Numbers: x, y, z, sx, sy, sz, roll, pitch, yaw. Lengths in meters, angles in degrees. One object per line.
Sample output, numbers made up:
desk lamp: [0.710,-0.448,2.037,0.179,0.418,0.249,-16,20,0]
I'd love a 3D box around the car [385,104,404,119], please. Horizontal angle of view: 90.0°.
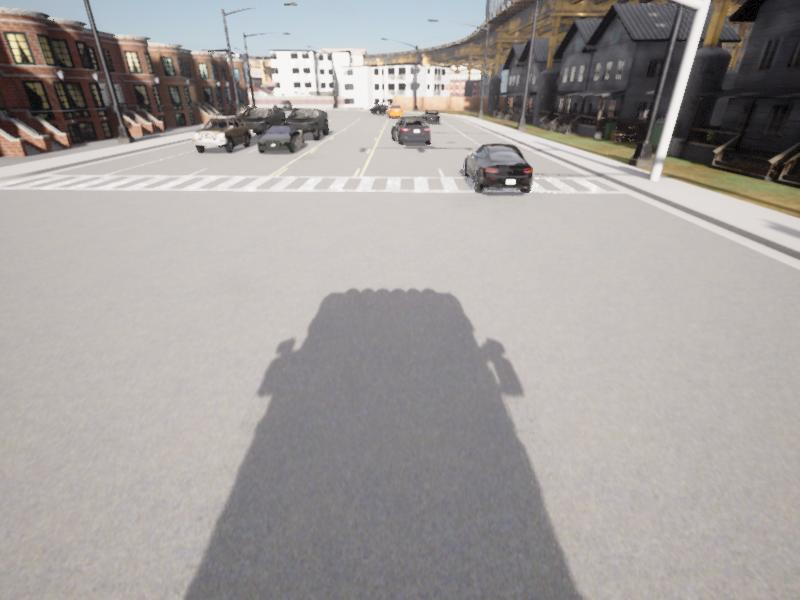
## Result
car: [-0.788,-26.678,56.407,2.097,1.767,4.553,-4,27,-7]

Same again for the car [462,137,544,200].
car: [3.530,-4.952,14.652,1.812,1.442,4.674,0,27,0]

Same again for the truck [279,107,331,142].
truck: [-6.961,-13.417,30.331,2.390,2.098,6.274,0,27,0]

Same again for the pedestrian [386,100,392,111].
pedestrian: [-2.133,-36.730,75.450,0.751,1.860,0.751,-23,35,-37]

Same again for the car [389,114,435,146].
car: [0.724,-11.818,27.717,2.242,1.667,4.611,-5,28,-9]

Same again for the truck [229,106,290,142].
truck: [-10.461,-13.504,30.489,2.390,2.098,6.274,0,27,0]

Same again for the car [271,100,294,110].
car: [-24.115,-39.932,81.970,3.866,1.878,1.905,6,28,12]

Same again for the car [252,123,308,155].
car: [-6.969,-9.565,23.652,1.994,1.385,4.181,0,27,0]

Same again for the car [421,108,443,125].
car: [3.544,-20.950,45.614,2.128,1.511,4.902,0,27,0]

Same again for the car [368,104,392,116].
car: [-3.266,-30.266,63.643,1.882,1.535,5.008,-13,30,-24]

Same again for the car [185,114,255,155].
car: [-10.469,-9.889,23.714,1.932,1.855,4.605,0,27,0]
